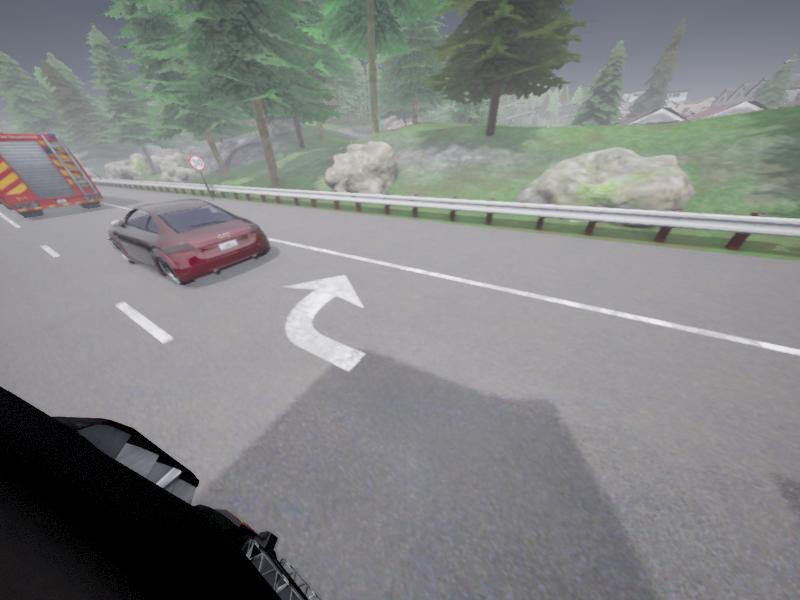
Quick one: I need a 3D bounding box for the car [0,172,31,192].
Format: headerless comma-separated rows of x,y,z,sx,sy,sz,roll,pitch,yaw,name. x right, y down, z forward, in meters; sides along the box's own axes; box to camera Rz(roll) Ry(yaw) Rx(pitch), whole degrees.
-42.295,-12.715,24.785,4.974,1.542,2.038,23,41,33,car

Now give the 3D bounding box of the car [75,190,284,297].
-5.222,-1.645,5.554,4.181,1.385,1.994,16,38,26,car

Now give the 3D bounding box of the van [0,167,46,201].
-31.477,-9.431,18.597,4.480,2.038,2.069,16,38,26,van

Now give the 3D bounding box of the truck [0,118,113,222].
-20.127,-6.921,12.367,8.468,3.827,2.891,16,38,26,truck
